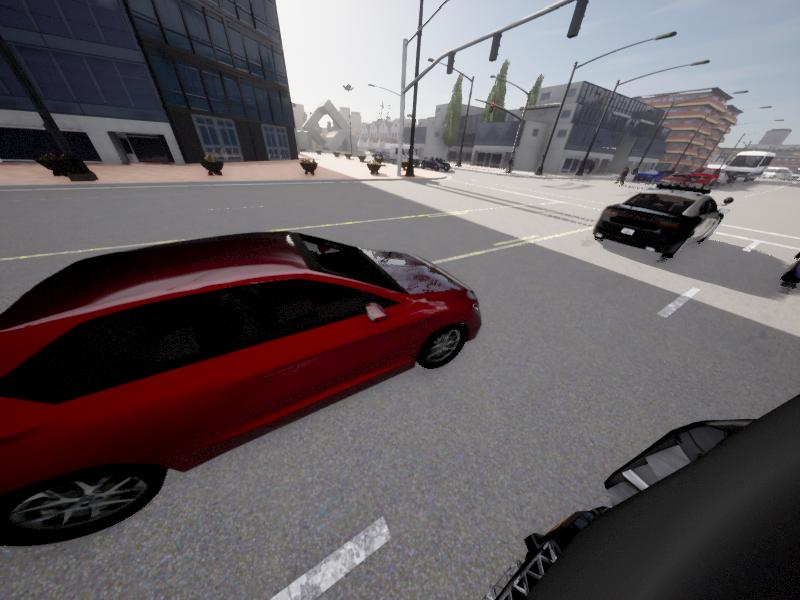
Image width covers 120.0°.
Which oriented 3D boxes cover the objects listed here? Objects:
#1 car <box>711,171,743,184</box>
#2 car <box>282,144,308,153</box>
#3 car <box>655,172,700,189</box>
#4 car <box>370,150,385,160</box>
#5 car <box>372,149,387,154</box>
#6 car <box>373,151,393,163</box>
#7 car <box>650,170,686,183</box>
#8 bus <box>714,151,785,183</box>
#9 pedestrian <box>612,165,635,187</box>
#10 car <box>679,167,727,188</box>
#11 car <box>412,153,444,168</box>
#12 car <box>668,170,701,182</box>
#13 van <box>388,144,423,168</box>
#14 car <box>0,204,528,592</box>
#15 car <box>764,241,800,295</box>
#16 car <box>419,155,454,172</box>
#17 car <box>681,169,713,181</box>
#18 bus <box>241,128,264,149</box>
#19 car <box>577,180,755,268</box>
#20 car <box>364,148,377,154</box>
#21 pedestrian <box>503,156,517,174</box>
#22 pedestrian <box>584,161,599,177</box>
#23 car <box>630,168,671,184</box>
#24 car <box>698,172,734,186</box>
[{"bbox_3d":[50.675,-19.017,35.835,4.193,1.474,1.816,-17,38,-26],"label":"car"},{"bbox_3d":[-25.387,-36.742,56.001,5.357,1.411,2.033,5,33,3],"label":"car"},{"bbox_3d":[30.791,-13.262,25.627,4.674,1.442,1.812,-16,38,-26],"label":"car"},{"bbox_3d":[-4.664,-30.175,47.971,1.816,1.474,4.193,-10,36,-20],"label":"car"},{"bbox_3d":[-7.919,-57.796,89.938,5.357,1.411,2.033,5,33,2],"label":"car"},{"bbox_3d":[-2.808,-23.664,38.152,1.845,1.501,3.633,-16,38,-27],"label":"car"},{"bbox_3d":[37.962,-17.544,32.737,4.892,1.490,1.837,-16,38,-26],"label":"car"},{"bbox_3d":[59.331,-22.691,39.280,10.273,4.253,3.944,-17,38,-26],"label":"bus"},{"bbox_3d":[22.474,-12.483,23.237,0.751,1.860,0.751,13,34,14],"label":"pedestrian"},{"bbox_3d":[38.862,-15.789,29.651,5.566,2.045,2.150,-16,38,-26],"label":"car"},{"bbox_3d":[4.028,-20.781,34.326,1.930,1.638,5.238,-15,38,-26],"label":"car"},{"bbox_3d":[44.285,-19.325,35.986,4.181,1.385,1.994,-15,38,-25],"label":"car"},{"bbox_3d":[0.620,-20.776,33.156,1.988,2.561,5.915,-15,38,-26],"label":"van"},{"bbox_3d":[-1.052,0.112,2.366,4.193,1.474,1.816,-16,38,-26],"label":"car"},{"bbox_3d":[10.715,-1.002,5.016,4.792,1.488,2.163,-16,38,-26],"label":"car"},{"bbox_3d":[4.319,-16.613,28.134,1.816,1.474,4.193,-15,38,-26],"label":"car"},{"bbox_3d":[49.762,-21.034,38.724,5.008,1.535,1.882,-17,38,-26],"label":"car"},{"bbox_3d":[-40.611,-44.217,63.299,3.944,4.253,10.273,-15,38,-27],"label":"bus"},{"bbox_3d":[8.162,-2.602,7.075,5.238,1.638,1.930,-16,38,-27],"label":"car"},{"bbox_3d":[-10.929,-55.403,85.892,4.892,1.490,1.837,24,38,28],"label":"car"},{"bbox_3d":[13.309,-16.371,27.992,0.751,1.860,0.751,-14,37,-25],"label":"pedestrian"},{"bbox_3d":[27.145,-18.590,32.747,0.751,1.860,0.751,-15,38,-26],"label":"pedestrian"},{"bbox_3d":[32.373,-15.991,29.837,5.008,1.535,1.882,-16,38,-27],"label":"car"},{"bbox_3d":[45.347,-17.424,33.143,4.674,1.442,1.812,-16,38,-26],"label":"car"}]
